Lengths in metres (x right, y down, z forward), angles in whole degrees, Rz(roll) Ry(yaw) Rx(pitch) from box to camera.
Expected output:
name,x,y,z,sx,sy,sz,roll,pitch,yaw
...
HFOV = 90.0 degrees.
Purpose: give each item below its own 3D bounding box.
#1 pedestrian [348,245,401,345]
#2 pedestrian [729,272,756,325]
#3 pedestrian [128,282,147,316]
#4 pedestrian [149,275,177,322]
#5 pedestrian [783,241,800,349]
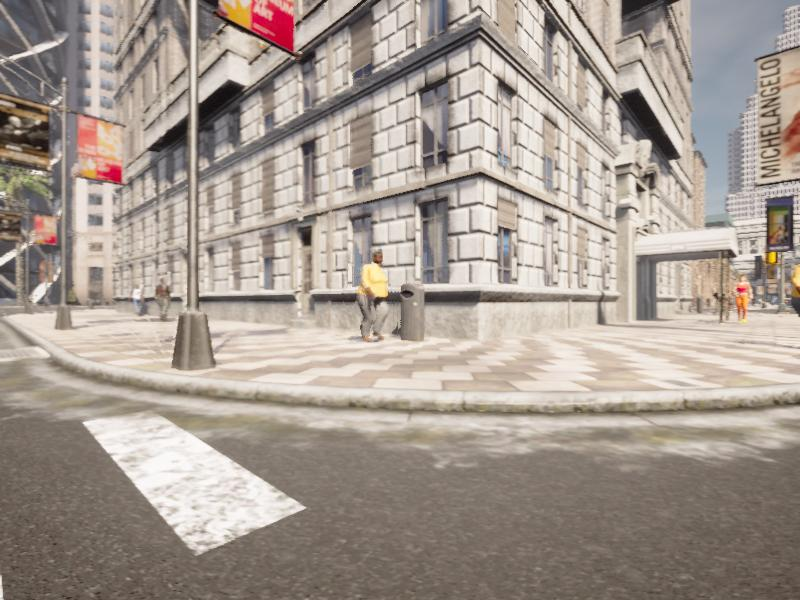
name,x,y,z,sx,sy,sz,roll,pitch,yaw
pedestrian,-0.506,-0.085,7.944,0.751,1.860,0.751,0,0,36
pedestrian,12.599,-0.054,14.735,0.751,1.860,0.751,0,0,41
pedestrian,-14.843,-0.048,22.595,0.751,1.860,0.751,0,0,44
pedestrian,-9.795,-0.064,16.554,0.751,1.860,0.751,0,0,37
pedestrian,7.352,-0.083,7.015,0.751,1.860,0.751,0,0,28
